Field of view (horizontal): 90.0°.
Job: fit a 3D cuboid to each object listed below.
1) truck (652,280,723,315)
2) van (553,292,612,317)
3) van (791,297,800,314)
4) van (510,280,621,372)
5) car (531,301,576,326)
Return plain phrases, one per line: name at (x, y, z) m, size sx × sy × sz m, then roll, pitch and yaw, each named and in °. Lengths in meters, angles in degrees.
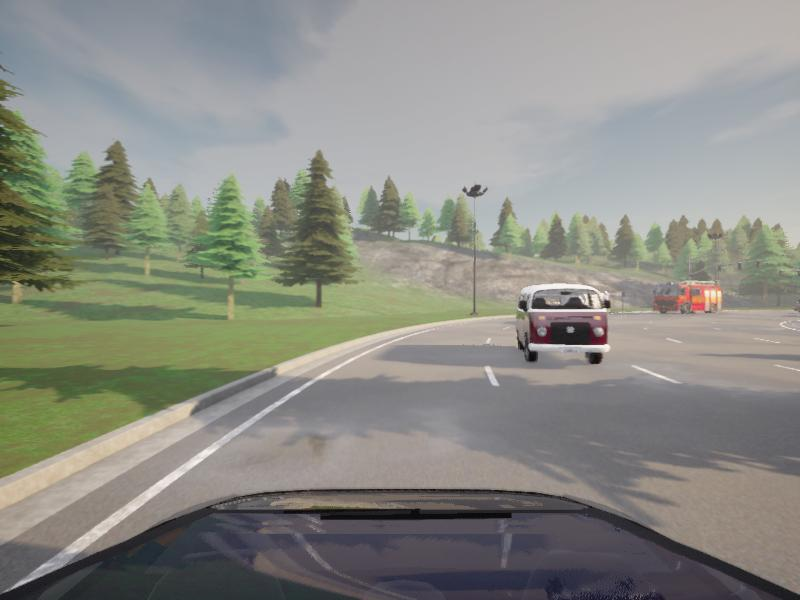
truck at (33.837, -0.256, 46.984) m, size 8.468 × 3.827 × 2.891 m, roll 0°, pitch 0°, yaw -24°
van at (19.438, 0.448, 42.527) m, size 6.366 × 2.431 × 2.351 m, roll 0°, pitch -4°, yaw -29°
van at (50.701, 0.694, 48.735) m, size 4.442 × 1.987 × 1.775 m, roll 0°, pitch 0°, yaw -3°
van at (4.304, 0.580, 11.205) m, size 2.069 × 2.038 × 4.480 m, roll 0°, pitch 0°, yaw 12°
car at (10.435, 0.843, 26.883) m, size 1.882 × 1.535 × 5.008 m, roll 0°, pitch 0°, yaw 32°
